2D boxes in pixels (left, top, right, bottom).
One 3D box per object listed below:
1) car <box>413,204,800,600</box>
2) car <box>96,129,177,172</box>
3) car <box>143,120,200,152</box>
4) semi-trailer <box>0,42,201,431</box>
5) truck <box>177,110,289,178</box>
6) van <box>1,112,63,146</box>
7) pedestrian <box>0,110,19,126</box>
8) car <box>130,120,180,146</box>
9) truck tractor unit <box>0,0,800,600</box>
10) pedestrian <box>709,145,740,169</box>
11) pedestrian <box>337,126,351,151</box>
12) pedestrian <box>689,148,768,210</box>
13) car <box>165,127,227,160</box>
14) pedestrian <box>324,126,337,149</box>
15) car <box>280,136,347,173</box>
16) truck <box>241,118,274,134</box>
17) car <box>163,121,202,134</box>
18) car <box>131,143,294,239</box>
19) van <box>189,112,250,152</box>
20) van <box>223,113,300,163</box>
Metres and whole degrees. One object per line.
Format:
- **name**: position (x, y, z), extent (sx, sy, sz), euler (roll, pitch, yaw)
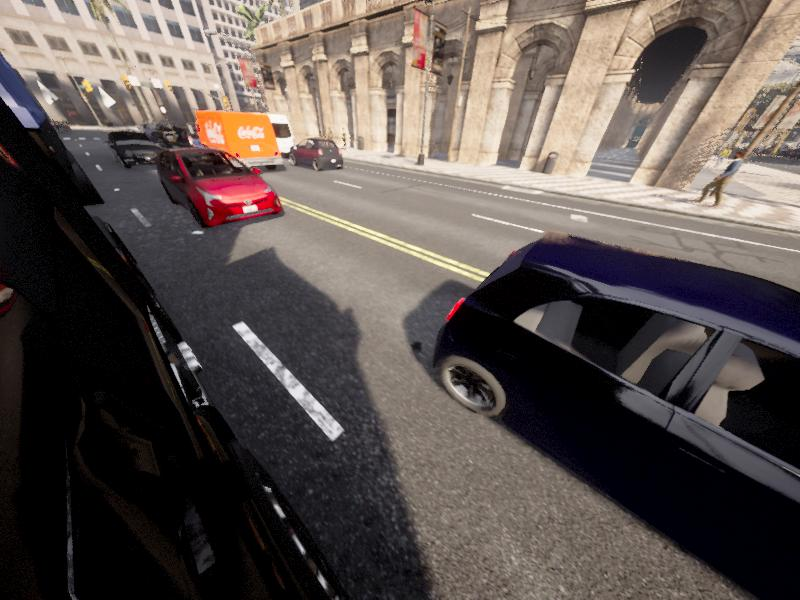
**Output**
- **car**: position (2.150, 0.626, 1.664), extent (3.633, 1.501, 1.845), euler (28, 44, 30)
- **car**: position (-14.171, -8.129, 12.379), extent (4.892, 1.490, 1.837), euler (29, 44, 30)
- **car**: position (-18.869, -13.595, 19.075), extent (4.605, 1.855, 1.932), euler (28, 44, 30)
- **semi-trailer**: position (-8.690, -3.610, 4.238), extent (14.254, 4.402, 2.717), euler (28, 44, 30)
- **truck**: position (-8.805, -8.373, 12.228), extent (5.204, 2.467, 2.627), euler (28, 44, 30)
- **van**: position (-29.472, -13.810, 18.609), extent (4.442, 1.987, 1.775), euler (27, 43, 30)
- **pedestrian**: position (-58.672, -27.273, 34.592), extent (0.751, 1.860, 0.751), euler (25, 42, 27)
- **car**: position (-23.482, -16.045, 22.132), extent (4.553, 1.767, 2.097), euler (29, 44, 30)
- **truck tractor unit**: position (-2.645, -0.295, 0.351), extent (6.516, 4.208, 3.053), euler (28, 44, 30)
- **pedestrian**: position (30.135, -13.329, 21.515), extent (0.751, 1.860, 0.751), euler (29, 44, 31)
- **pedestrian**: position (-5.219, -15.066, 21.619), extent (0.751, 1.860, 0.751), euler (29, 44, 31)
- **pedestrian**: position (11.743, -4.373, 8.382), extent (0.751, 1.860, 0.751), euler (32, 45, 33)
- **car**: position (-14.113, -10.902, 15.998), extent (3.988, 1.617, 1.851), euler (29, 44, 30)
- **pedestrian**: position (-7.070, -16.561, 23.503), extent (0.751, 1.860, 0.751), euler (20, 40, 21)
- **car**: position (-5.111, -8.747, 13.746), extent (3.633, 1.501, 1.845), euler (28, 44, 30)
- **truck**: position (-30.995, -37.966, 50.416), extent (2.627, 2.467, 5.204), euler (29, 44, 30)
- **car**: position (-35.499, -28.210, 37.805), extent (1.851, 1.617, 3.988), euler (29, 44, 30)
- **car**: position (-5.330, -3.366, 6.537), extent (4.514, 1.525, 2.007), euler (28, 44, 30)
- **van**: position (-16.388, -15.281, 20.935), extent (5.915, 2.561, 1.988), euler (29, 44, 30)
- **van**: position (-10.020, -11.822, 16.708), extent (5.915, 2.561, 1.988), euler (28, 44, 30)
